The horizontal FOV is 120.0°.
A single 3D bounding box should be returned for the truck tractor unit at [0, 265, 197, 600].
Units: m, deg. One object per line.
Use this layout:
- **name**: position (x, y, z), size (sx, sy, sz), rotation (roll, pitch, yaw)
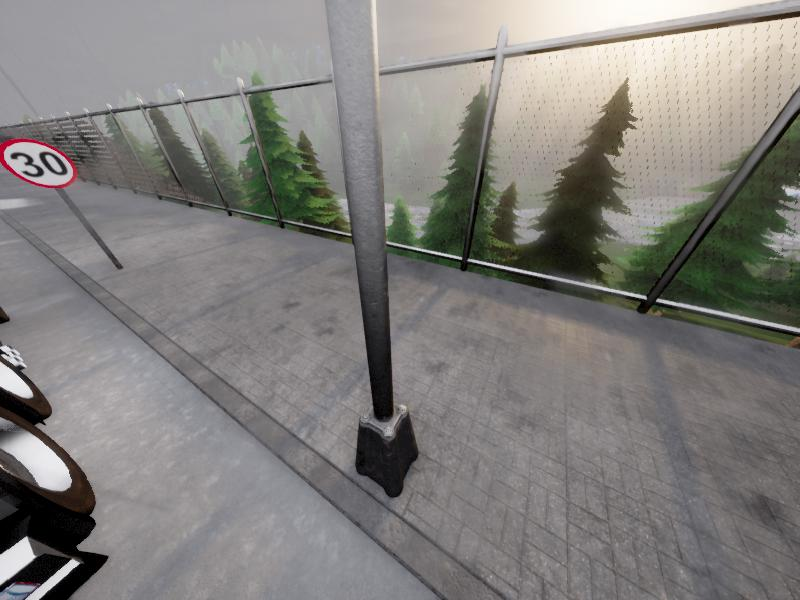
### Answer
- **truck tractor unit**: position (-5.112, -0.299, 0.778), size (6.516, 4.208, 3.053), rotation (18, 39, 24)
